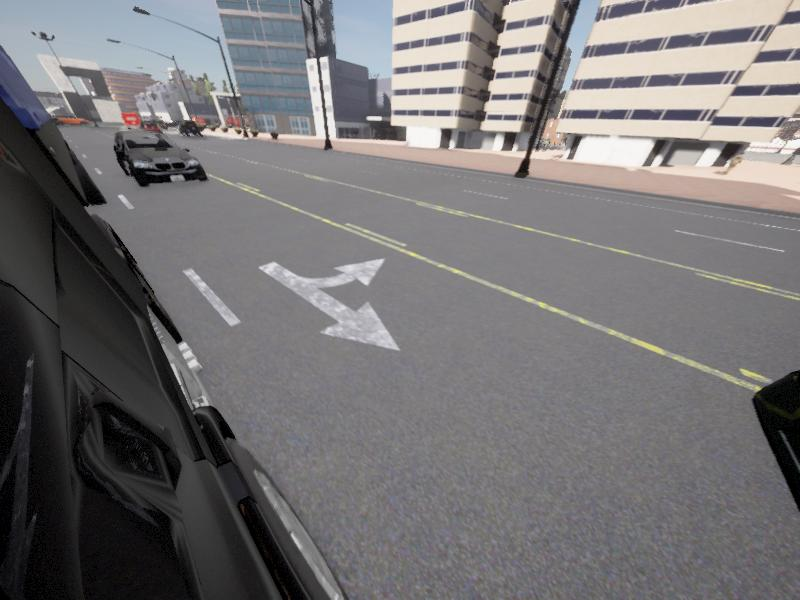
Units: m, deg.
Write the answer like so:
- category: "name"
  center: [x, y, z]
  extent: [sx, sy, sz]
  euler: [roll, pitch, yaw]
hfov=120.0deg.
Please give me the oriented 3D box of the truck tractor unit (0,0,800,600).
- category: "truck tractor unit"
  center: [-2.645, -0.295, 0.351]
  extent: [6.516, 4.208, 3.053]
  euler: [28, 44, 30]

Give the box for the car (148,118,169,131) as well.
- category: "car"
  center: [-46.944, -34.152, 44.935]
  extent: [1.932, 1.855, 4.605]
  euler: [-28, 46, -35]

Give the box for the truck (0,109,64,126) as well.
- category: "truck"
  center: [-66.454, -32.764, 41.528]
  extent: [6.274, 2.098, 2.390]
  euler: [-18, 41, -25]

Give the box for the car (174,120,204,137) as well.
- category: "car"
  center: [-31.169, -25.365, 34.155]
  extent: [3.866, 1.878, 1.905]
  euler: [28, 43, 30]

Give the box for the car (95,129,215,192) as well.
- category: "car"
  center: [-10.212, -5.980, 9.644]
  extent: [4.611, 1.667, 2.242]
  euler: [28, 43, 30]

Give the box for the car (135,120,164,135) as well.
- category: "car"
  center: [-37.758, -26.033, 34.843]
  extent: [3.988, 1.617, 1.851]
  euler: [28, 43, 30]

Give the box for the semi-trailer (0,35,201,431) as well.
- category: "semi-trailer"
  center: [-8.660, -3.627, 4.270]
  extent: [14.254, 4.402, 2.717]
  euler: [29, 44, 30]

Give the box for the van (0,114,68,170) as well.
- category: "van"
  center: [-18.550, -7.823, 11.295]
  extent: [4.442, 1.987, 1.775]
  euler: [28, 43, 30]

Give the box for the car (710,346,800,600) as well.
- category: "car"
  center: [4.567, 1.936, 0.109]
  extent: [4.974, 1.542, 2.038]
  euler: [28, 43, 30]

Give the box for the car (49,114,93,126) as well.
- category: "car"
  center: [-65.089, -35.743, 45.905]
  extent: [4.553, 1.767, 2.097]
  euler: [-27, 46, -34]

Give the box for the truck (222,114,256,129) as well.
- category: "truck"
  center: [-56.124, -62.327, 80.643]
  extent: [8.468, 3.827, 2.891]
  euler: [-28, 46, -34]

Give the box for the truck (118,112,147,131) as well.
- category: "truck"
  center: [-50.413, -33.643, 43.527]
  extent: [2.627, 2.467, 5.204]
  euler: [-28, 47, -35]

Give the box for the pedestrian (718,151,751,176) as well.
- category: "pedestrian"
  center: [30.087, -12.288, 20.795]
  extent: [0.751, 1.860, 0.751]
  euler: [-20, 42, -28]
